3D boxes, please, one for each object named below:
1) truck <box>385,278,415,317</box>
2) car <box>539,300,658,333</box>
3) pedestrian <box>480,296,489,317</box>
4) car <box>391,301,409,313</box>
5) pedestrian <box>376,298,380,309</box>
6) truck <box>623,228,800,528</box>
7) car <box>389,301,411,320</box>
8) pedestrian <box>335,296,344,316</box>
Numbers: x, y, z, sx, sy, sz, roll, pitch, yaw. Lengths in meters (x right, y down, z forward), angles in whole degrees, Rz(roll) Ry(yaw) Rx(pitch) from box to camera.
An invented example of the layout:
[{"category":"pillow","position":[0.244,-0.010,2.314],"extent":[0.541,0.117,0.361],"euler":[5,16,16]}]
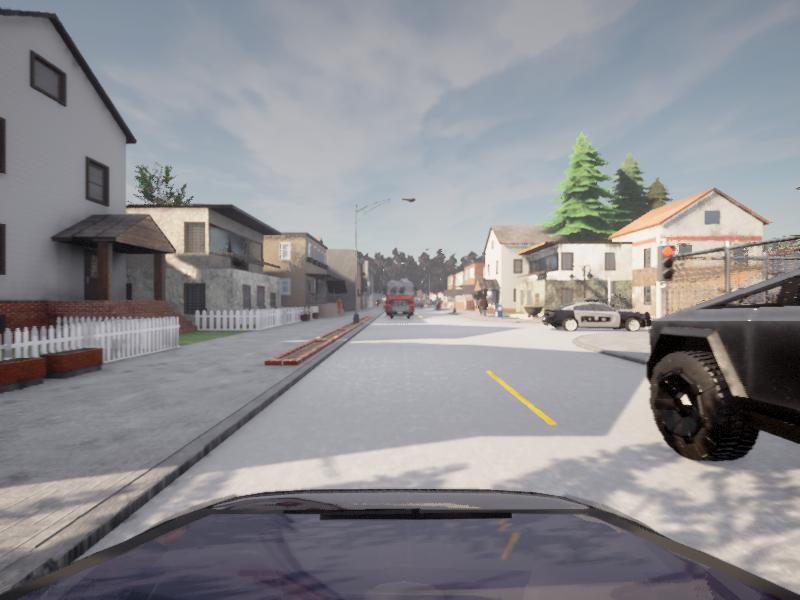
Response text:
[{"category":"truck","position":[-0.007,-0.262,43.562],"extent":[2.891,3.827,8.468],"euler":[0,0,0]},{"category":"car","position":[10.263,0.799,21.035],"extent":[5.238,1.638,1.930],"euler":[0,0,5]},{"category":"pedestrian","position":[7.617,0.573,36.169],"extent":[0.751,1.860,0.751],"euler":[0,0,7]},{"category":"car","position":[-0.003,0.920,52.068],"extent":[2.163,1.488,4.792],"euler":[0,0,0]},{"category":"pedestrian","position":[-3.873,0.626,70.938],"extent":[0.751,1.860,0.751],"euler":[0,0,3]},{"category":"truck","position":[3.992,0.546,1.888],"extent":[2.390,2.098,6.274],"euler":[0,0,0]},{"category":"car","position":[0.008,0.862,35.284],"extent":[1.789,1.549,3.705],"euler":[0,0,0]},{"category":"pedestrian","position":[-5.700,0.583,37.541],"extent":[0.751,1.860,0.751],"euler":[0,0,1]}]
